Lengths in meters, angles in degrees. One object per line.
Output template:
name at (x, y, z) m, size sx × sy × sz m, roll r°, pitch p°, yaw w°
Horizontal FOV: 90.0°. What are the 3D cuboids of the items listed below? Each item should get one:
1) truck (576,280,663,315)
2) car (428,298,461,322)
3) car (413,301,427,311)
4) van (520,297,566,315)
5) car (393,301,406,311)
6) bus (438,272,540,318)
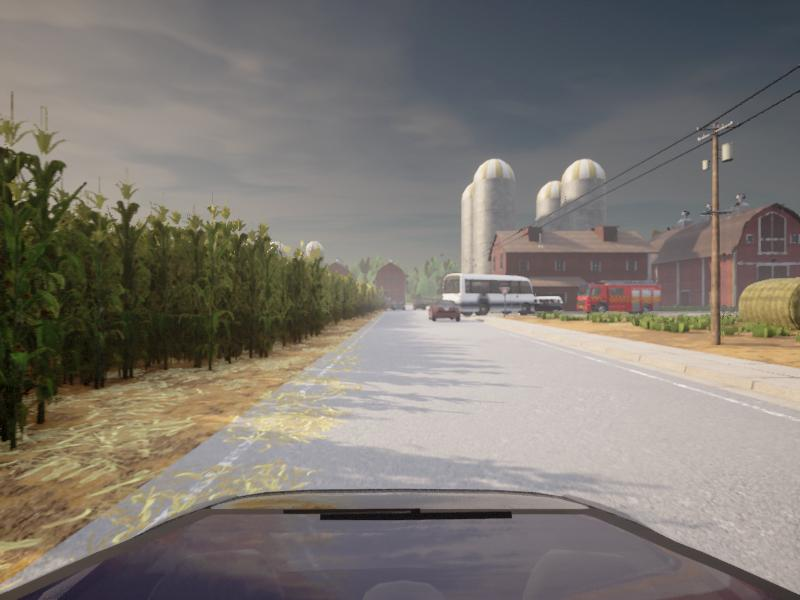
truck at (24.984, -0.244, 45.829) m, size 8.468 × 3.827 × 2.891 m, roll 0°, pitch 0°, yaw -1°
car at (3.468, 0.767, 31.868) m, size 2.097 × 1.767 × 4.553 m, roll 0°, pitch 0°, yaw 0°
car at (3.312, 0.997, 68.131) m, size 1.837 × 1.490 × 4.892 m, roll 0°, pitch 0°, yaw -4°
van at (16.240, 0.647, 45.666) m, size 4.480 × 2.038 × 2.069 m, roll 0°, pitch 0°, yaw -1°
car at (-0.158, 0.974, 65.960) m, size 2.038 × 1.542 × 4.974 m, roll 0°, pitch 0°, yaw -2°
bus at (9.402, -0.462, 41.858) m, size 10.273 × 4.253 × 3.944 m, roll 0°, pitch 0°, yaw -29°
